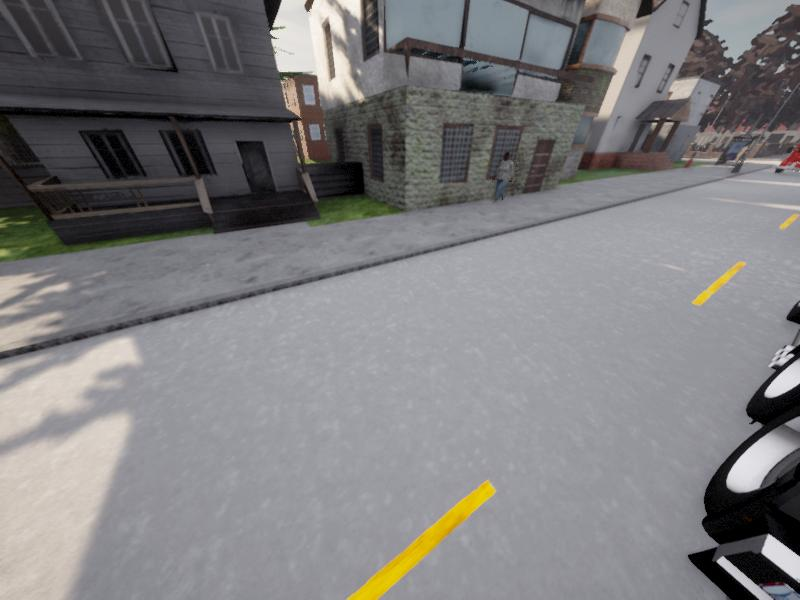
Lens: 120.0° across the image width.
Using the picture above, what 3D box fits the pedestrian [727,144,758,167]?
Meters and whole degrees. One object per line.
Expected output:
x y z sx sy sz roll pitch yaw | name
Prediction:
33.221 -14.015 22.432 0.751 1.860 0.751 -12 37 -17 | pedestrian

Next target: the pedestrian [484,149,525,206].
4.065 -4.824 9.124 0.751 1.860 0.751 -19 39 -25 | pedestrian

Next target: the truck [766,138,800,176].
33.417 -11.614 18.685 5.204 2.467 2.627 -18 39 -24 | truck

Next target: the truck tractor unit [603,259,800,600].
5.104 -0.305 0.803 6.516 4.208 3.053 -18 39 -25 | truck tractor unit
